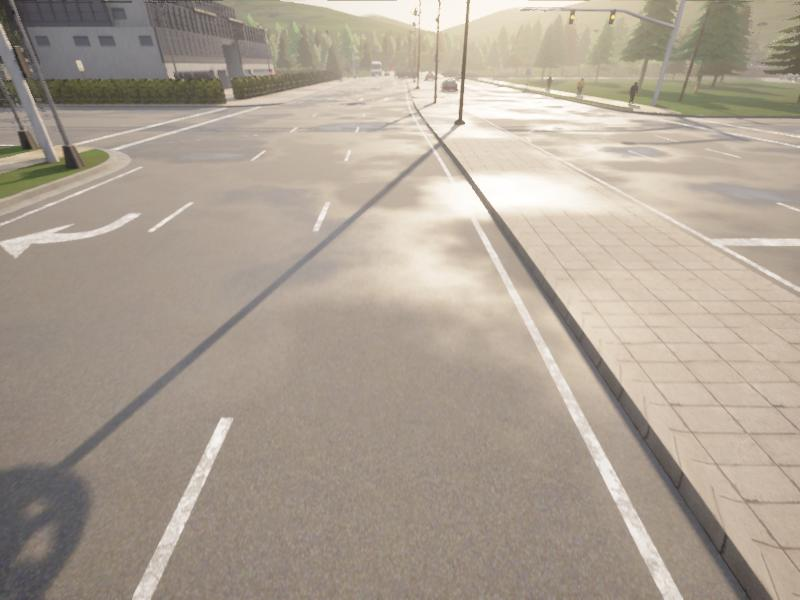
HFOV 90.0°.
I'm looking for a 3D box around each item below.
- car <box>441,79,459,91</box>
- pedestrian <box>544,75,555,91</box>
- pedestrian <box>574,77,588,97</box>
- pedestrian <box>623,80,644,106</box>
[{"bbox_3d":[7.130,-31.028,57.656,1.994,1.385,4.181,0,30,0],"label":"car"},{"bbox_3d":[19.540,-28.383,52.285,0.751,1.860,0.751,1,30,1],"label":"pedestrian"},{"bbox_3d":[19.276,-22.758,42.674,0.751,1.860,0.751,1,30,2],"label":"pedestrian"},{"bbox_3d":[18.973,-16.819,32.525,0.751,1.860,0.751,1,30,2],"label":"pedestrian"}]
